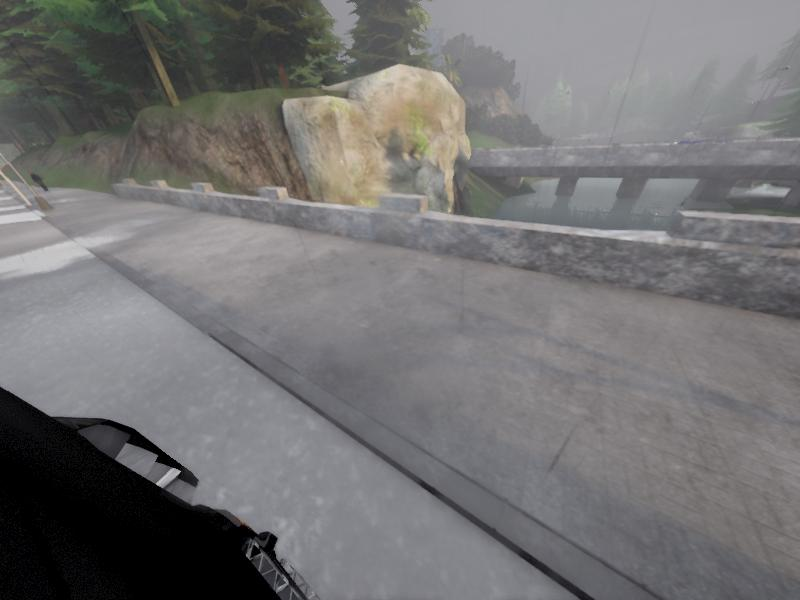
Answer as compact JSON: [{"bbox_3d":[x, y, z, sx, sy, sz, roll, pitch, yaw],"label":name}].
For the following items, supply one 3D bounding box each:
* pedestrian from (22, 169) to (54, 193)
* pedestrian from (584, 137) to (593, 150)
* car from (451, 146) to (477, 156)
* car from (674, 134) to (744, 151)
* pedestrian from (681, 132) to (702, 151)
[{"bbox_3d":[-32.681,-10.776,20.876,0.751,1.860,0.751,18,39,29],"label":"pedestrian"},{"bbox_3d":[34.384,-28.578,42.159,0.751,1.860,0.751,18,39,29],"label":"pedestrian"},{"bbox_3d":[13.373,-31.263,48.505,4.674,1.442,1.812,17,39,27],"label":"car"},{"bbox_3d":[39.988,-20.555,30.180,5.008,1.535,1.882,17,39,27],"label":"car"},{"bbox_3d":[34.862,-18.947,27.659,0.751,1.860,0.751,17,39,28],"label":"pedestrian"}]
